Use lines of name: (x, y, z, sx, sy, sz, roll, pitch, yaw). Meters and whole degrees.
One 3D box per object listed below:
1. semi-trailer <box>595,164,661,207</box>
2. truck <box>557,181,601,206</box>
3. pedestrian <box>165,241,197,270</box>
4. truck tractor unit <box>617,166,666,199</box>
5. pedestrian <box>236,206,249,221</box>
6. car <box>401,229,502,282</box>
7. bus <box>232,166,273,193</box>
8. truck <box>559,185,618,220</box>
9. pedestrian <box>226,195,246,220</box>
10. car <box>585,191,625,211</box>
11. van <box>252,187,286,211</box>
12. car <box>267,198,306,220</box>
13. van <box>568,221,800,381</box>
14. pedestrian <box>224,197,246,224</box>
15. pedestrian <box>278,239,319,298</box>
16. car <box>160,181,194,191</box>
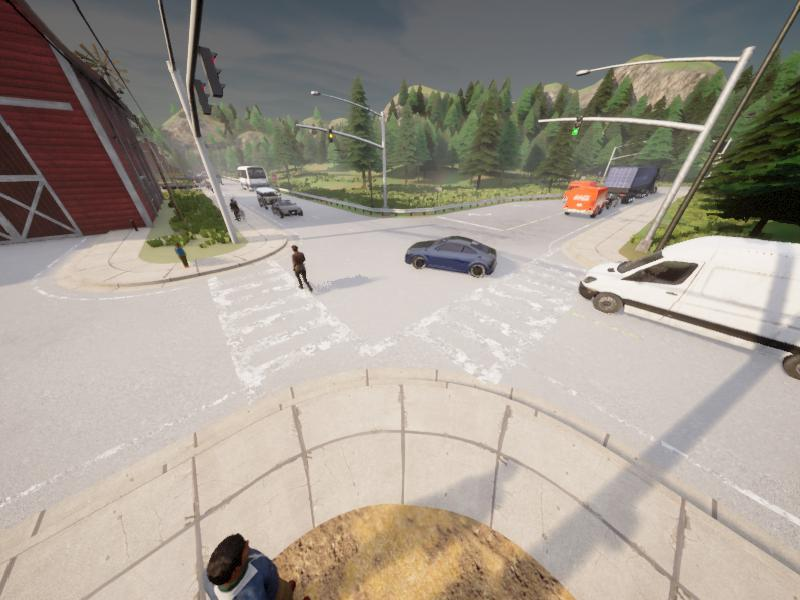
semi-trailer: (31.132, -15.801, 31.243, 14.254, 4.402, 2.717, -22, 37, -34)
truck: (23.232, -13.967, 30.016, 5.204, 2.467, 2.627, -23, 37, -34)
pedestrian: (-9.681, -1.971, 10.255, 0.500, 1.100, 0.500, 9, 31, 15)
truck tractor unit: (37.248, -18.221, 35.642, 6.516, 4.208, 3.053, -22, 37, -33)
pedestrian: (-13.275, -7.280, 19.504, 0.500, 1.100, 0.500, -26, 39, -37)
car: (2.346, -2.213, 10.784, 4.181, 1.385, 1.994, 12, 32, 19)
bus: (-28.845, -23.616, 45.001, 3.944, 4.253, 10.273, -22, 37, -33)
truck: (18.192, -9.531, 22.327, 5.204, 2.467, 2.627, -23, 37, -34)
pedestrian: (-14.099, -7.965, 19.930, 0.751, 1.860, 0.751, -26, 39, -37)
car: (23.817, -11.550, 26.809, 4.902, 1.511, 2.128, -23, 37, -33)
van: (-15.018, -11.625, 26.442, 2.069, 2.038, 4.480, -22, 37, -33)
car: (-11.084, -8.948, 22.479, 1.994, 1.385, 4.181, -22, 37, -33)
van: (8.660, -0.246, 6.226, 1.988, 2.561, 5.915, -22, 36, -33)
pedestrian: (-13.295, -7.246, 18.686, 0.751, 1.860, 0.751, 24, 38, 35)
pedestrian: (-3.635, -1.159, 8.396, 0.751, 1.860, 0.751, 25, 38, 36)
car: (-45.444, -23.247, 47.133, 4.792, 1.488, 2.163, -24, 37, -35)
